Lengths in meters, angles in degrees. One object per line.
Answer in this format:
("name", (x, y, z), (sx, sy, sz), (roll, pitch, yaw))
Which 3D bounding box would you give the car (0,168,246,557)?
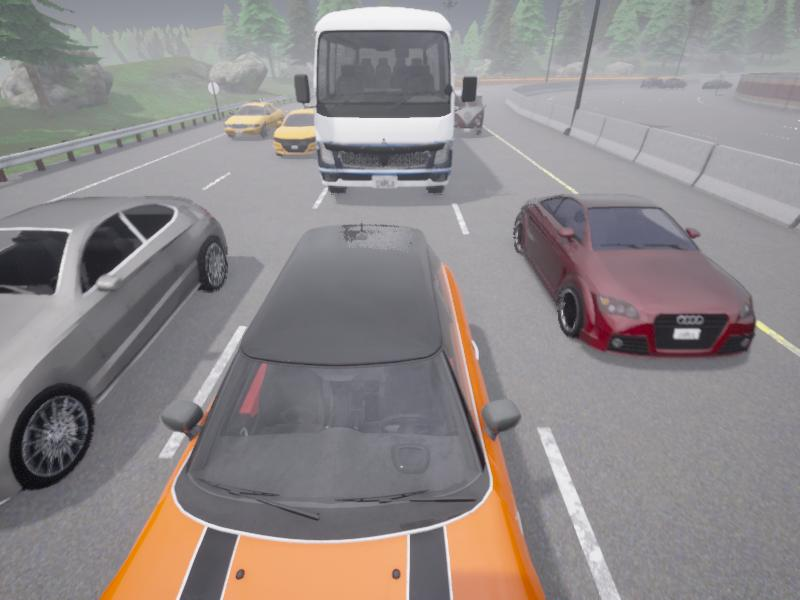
("car", (-3.857, -0.131, 4.633), (2.152, 1.651, 5.027), (0, 30, 0))

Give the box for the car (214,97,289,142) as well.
("car", (-7.348, -9.333, 20.429), (1.801, 1.575, 5.366), (0, 30, 0))

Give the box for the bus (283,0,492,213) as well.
("bus", (-0.242, -6.526, 12.977), (3.944, 4.253, 10.273), (0, 30, 0))

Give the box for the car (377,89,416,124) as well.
("car", (-0.137, -12.738, 26.169), (2.242, 1.667, 4.611), (1, 30, 2))

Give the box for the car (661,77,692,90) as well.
("car", (41.059, -32.183, 59.442), (3.633, 1.501, 1.845), (-14, 33, -22))

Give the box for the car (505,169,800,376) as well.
("car", (3.139, -0.788, 6.008), (1.994, 1.385, 4.181), (0, 30, 0))

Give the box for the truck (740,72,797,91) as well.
("truck", (52.157, -31.011, 56.696), (6.274, 2.098, 2.390), (-9, 31, -13))

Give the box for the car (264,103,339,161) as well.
("car", (-3.853, -7.107, 16.662), (1.882, 1.535, 5.008), (0, 31, 0))

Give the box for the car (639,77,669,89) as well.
("car", (39.418, -33.765, 62.167), (3.705, 1.549, 1.789), (-14, 33, -22))

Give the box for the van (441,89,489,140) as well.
("van", (3.197, -9.657, 20.586), (1.775, 1.987, 4.442), (0, 30, 1))

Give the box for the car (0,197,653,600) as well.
("car", (-0.358, 0.753, 2.971), (2.097, 1.767, 4.553), (0, 30, 0))
